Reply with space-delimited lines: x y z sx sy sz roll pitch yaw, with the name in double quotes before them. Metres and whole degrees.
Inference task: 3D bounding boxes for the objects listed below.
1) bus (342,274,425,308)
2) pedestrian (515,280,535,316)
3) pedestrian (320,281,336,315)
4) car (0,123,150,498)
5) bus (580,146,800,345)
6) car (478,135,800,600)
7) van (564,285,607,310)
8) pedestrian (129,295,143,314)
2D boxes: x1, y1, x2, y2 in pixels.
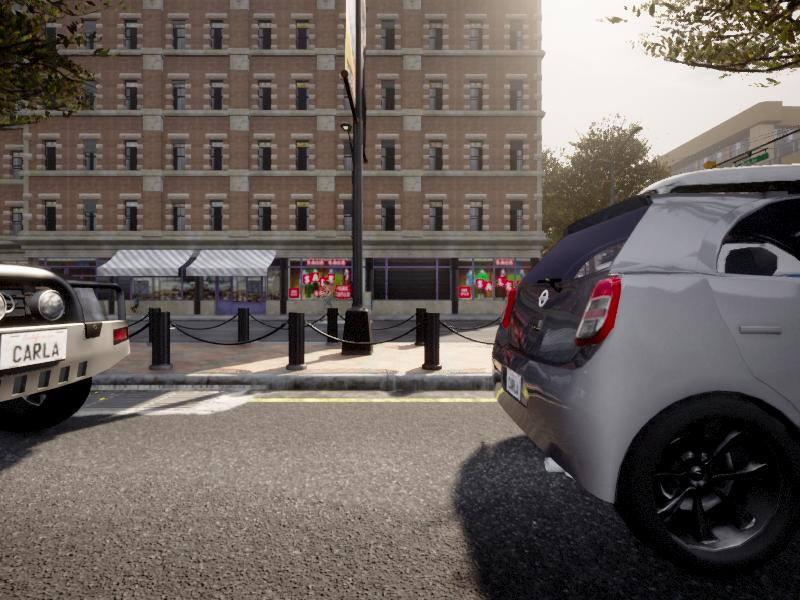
"bus" -2.059 -1.133 51.914 10.273 4.253 3.944 0 0 0
"pedestrian" 6.512 -0.116 20.877 0.751 1.860 0.751 0 0 -4
"pedestrian" -3.960 -0.114 21.960 0.751 1.860 0.751 0 0 -1
"car" -4.281 0.053 2.201 4.605 1.855 1.932 0 0 0
"bus" 10.580 -1.138 10.179 10.273 4.253 3.944 0 -1 10
"car" 2.425 0.226 2.192 3.633 1.501 1.845 0 0 0
"van" 20.136 -0.280 43.771 1.988 2.561 5.915 0 0 0
"pedestrian" -15.123 0.267 22.918 0.500 1.100 0.500 0 0 -3
